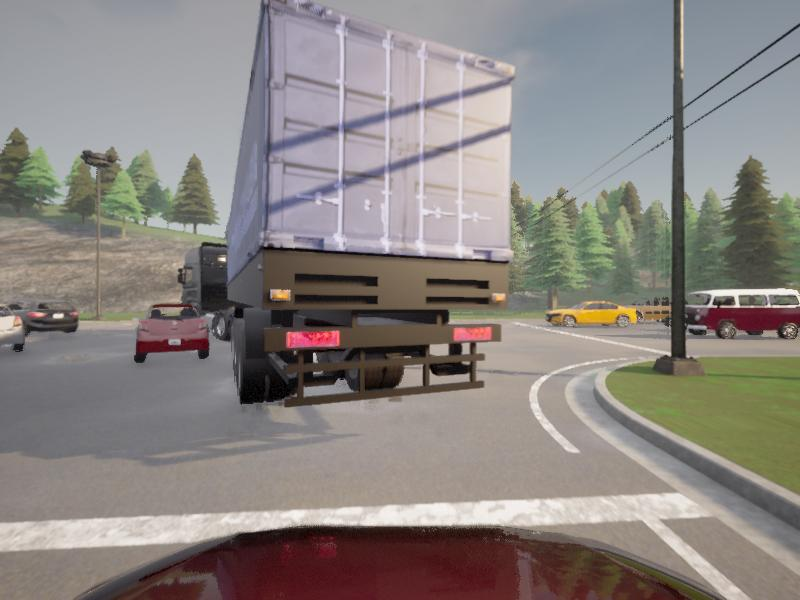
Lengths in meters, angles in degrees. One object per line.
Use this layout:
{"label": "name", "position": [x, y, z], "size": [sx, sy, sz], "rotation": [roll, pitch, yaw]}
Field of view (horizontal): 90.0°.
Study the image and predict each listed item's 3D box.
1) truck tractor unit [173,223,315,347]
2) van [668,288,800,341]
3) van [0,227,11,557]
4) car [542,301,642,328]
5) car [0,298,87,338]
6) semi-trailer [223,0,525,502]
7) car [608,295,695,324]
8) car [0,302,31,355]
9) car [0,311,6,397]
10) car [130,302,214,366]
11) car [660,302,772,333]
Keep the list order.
{"label": "truck tractor unit", "position": [-6.802, -0.522, 16.893], "size": [6.516, 4.208, 3.053], "rotation": [0, 0, 43]}
{"label": "van", "position": [14.084, 0.570, 16.605], "size": [4.480, 2.038, 2.069], "rotation": [0, 0, 0]}
{"label": "van", "position": [-3.510, 0.572, 0.300], "size": [2.069, 2.038, 4.480], "rotation": [0, 0, 0]}
{"label": "car", "position": [11.189, 0.823, 23.576], "size": [5.008, 1.535, 1.882], "rotation": [0, 0, -1]}
{"label": "car", "position": [-17.203, 0.758, 18.263], "size": [4.611, 1.667, 2.242], "rotation": [0, 0, 15]}
{"label": "semi-trailer", "position": [-2.892, -0.623, 10.139], "size": [2.717, 4.402, 14.254], "rotation": [1, 0, -25]}
{"label": "car", "position": [16.918, 0.650, 27.085], "size": [4.605, 1.855, 1.932], "rotation": [-1, 0, 1]}
{"label": "car", "position": [-13.169, 0.828, 12.427], "size": [3.633, 1.501, 1.845], "rotation": [0, 0, 36]}
{"label": "car", "position": [-7.322, 0.895, 3.911], "size": [2.033, 1.411, 5.357], "rotation": [0, 0, -6]}
{"label": "car", "position": [-6.660, 0.827, 11.592], "size": [1.845, 1.501, 3.633], "rotation": [0, 0, -33]}
{"label": "car", "position": [15.737, 0.854, 20.094], "size": [4.193, 1.474, 1.816], "rotation": [0, 0, 0]}
